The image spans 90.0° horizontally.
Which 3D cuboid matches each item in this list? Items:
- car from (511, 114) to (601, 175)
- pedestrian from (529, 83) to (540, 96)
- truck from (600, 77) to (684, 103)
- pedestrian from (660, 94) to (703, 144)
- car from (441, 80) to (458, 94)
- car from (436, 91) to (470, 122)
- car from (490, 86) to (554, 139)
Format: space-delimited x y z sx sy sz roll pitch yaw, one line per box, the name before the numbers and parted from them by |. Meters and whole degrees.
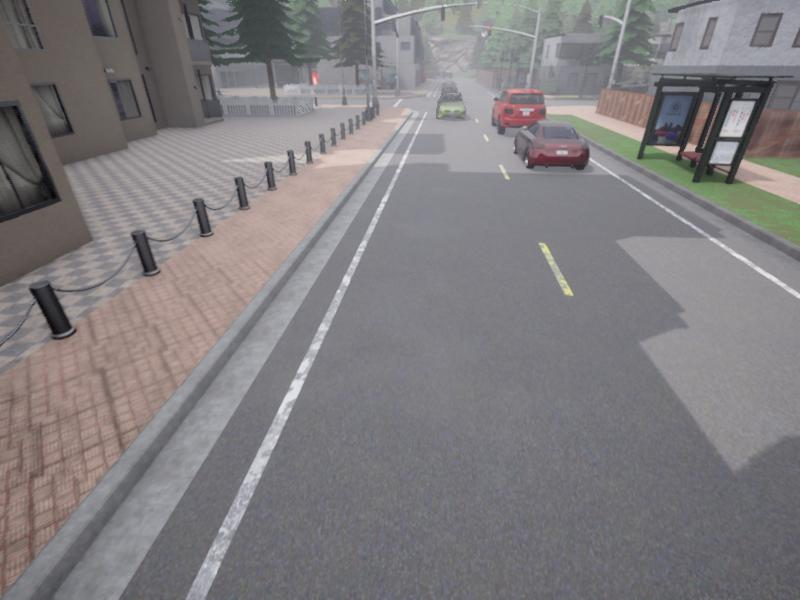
car | 5.405 -5.759 14.511 1.994 1.385 4.181 3 30 5
pedestrian | 14.881 -23.240 44.139 0.751 1.300 0.751 -1 30 -3
truck | 23.245 -20.270 38.625 6.274 2.098 2.390 -1 30 -2
pedestrian | 11.962 -7.718 17.046 0.751 1.860 0.751 4 31 6
car | 6.470 -28.016 52.566 1.994 1.385 4.181 3 30 5
car | 3.439 -13.059 26.827 2.007 1.525 4.514 2 30 4
car | 6.232 -10.066 21.205 2.150 2.045 5.566 3 30 5
